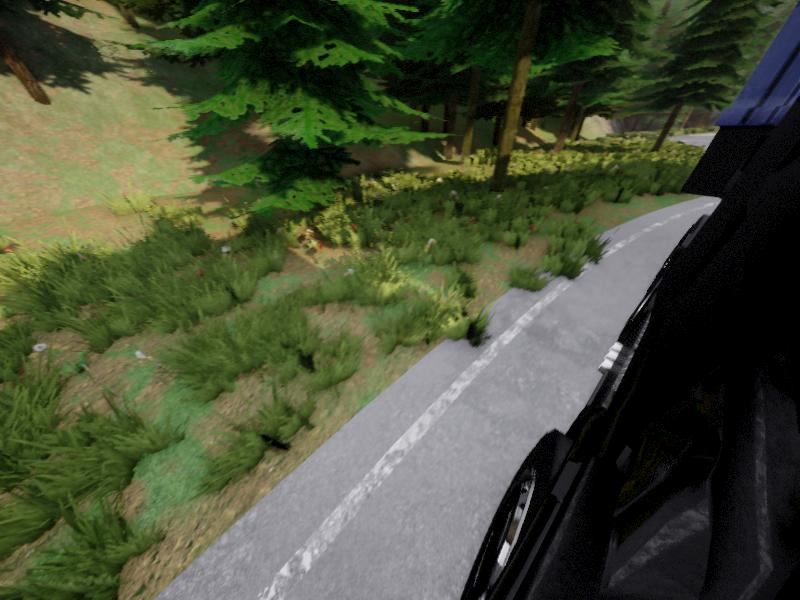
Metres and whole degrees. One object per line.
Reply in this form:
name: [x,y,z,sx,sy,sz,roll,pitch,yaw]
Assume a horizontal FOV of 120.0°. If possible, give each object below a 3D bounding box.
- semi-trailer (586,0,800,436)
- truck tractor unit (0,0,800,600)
semi-trailer: [9.577,-2.771,3.124,14.254,4.402,2.717,-16,39,-18]
truck tractor unit: [2.645,-0.295,0.351,6.516,4.208,3.053,-28,44,-30]
